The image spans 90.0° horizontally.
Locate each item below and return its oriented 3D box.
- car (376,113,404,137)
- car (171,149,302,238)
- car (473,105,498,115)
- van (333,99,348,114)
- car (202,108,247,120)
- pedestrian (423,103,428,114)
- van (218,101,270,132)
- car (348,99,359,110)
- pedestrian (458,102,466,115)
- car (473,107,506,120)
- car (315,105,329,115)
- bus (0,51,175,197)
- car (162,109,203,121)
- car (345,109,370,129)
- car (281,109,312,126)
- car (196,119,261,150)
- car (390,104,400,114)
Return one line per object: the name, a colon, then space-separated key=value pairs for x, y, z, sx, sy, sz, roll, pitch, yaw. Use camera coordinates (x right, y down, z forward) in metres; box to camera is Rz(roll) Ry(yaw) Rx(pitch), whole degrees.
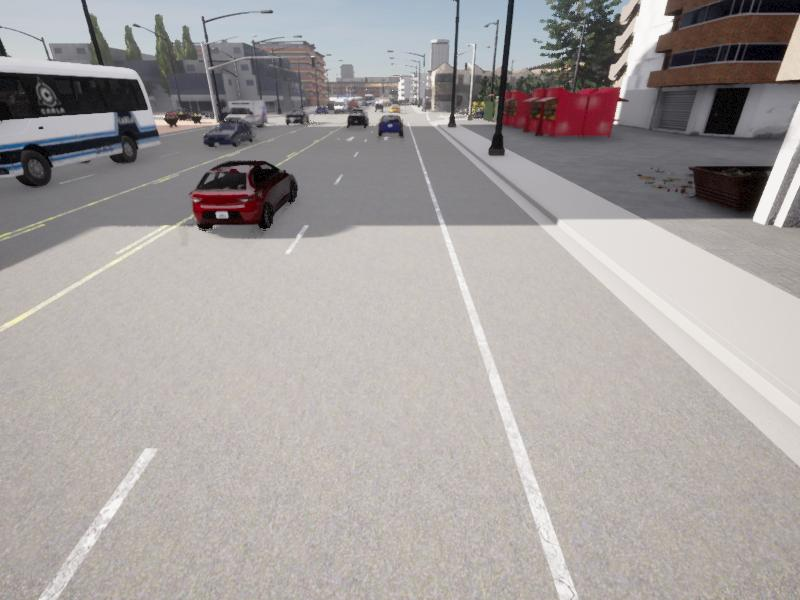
car: x=-0.748 y=-14.751 z=33.573 sx=2.163 sy=1.488 sz=4.792 roll=0 pitch=27 yaw=0
car: x=-4.136 y=-3.099 z=11.013 sx=1.816 sy=1.474 sz=4.193 roll=0 pitch=27 yaw=0
car: x=16.163 y=-35.773 z=75.398 sx=2.152 sy=1.651 sz=5.027 roll=24 pitch=35 yaw=39
van: x=-11.405 y=-37.128 z=76.732 sx=1.988 sy=2.561 sz=5.915 roll=0 pitch=27 yaw=0
car: x=-24.919 y=-26.479 z=56.877 sx=5.357 sy=1.411 sz=2.033 roll=0 pitch=26 yaw=0
pedestrian: x=4.984 y=-37.518 z=78.244 sx=0.751 sy=1.860 sz=0.751 roll=10 pitch=28 yaw=19
van: x=-14.794 y=-17.761 z=38.489 sx=2.351 sy=2.431 sz=6.366 roll=0 pitch=27 yaw=0
car: x=-11.421 y=-48.148 z=98.478 sx=2.150 sy=2.045 sz=5.566 roll=0 pitch=28 yaw=1
pedestrian: x=10.080 y=-31.126 z=65.115 sx=0.751 sy=1.860 sz=0.751 roll=-12 pitch=29 yaw=-22
car: x=11.930 y=-24.964 z=53.543 sx=3.806 sy=1.475 sz=1.970 roll=0 pitch=26 yaw=0
car: x=-14.909 y=-36.273 z=76.327 sx=1.816 sy=1.474 sz=4.193 roll=0 pitch=27 yaw=0
bus: x=-14.562 y=-7.672 z=16.896 sx=3.944 sy=4.253 sz=10.273 roll=0 pitch=27 yaw=0
car: x=-29.150 y=-24.908 z=53.770 sx=4.181 sy=1.385 sz=1.994 roll=0 pitch=26 yaw=1
car: x=-4.265 y=-18.611 z=40.947 sx=1.930 sy=1.638 sz=5.238 roll=0 pitch=27 yaw=0
car: x=-11.288 y=-20.116 z=44.087 sx=2.128 sy=1.511 sz=4.902 roll=0 pitch=27 yaw=0
car: x=-11.192 y=-11.085 z=26.614 sx=2.033 sy=1.411 sz=5.357 roll=0 pitch=27 yaw=0
car: x=-0.932 y=-38.057 z=79.714 sx=1.882 sy=1.535 sz=5.008 roll=0 pitch=27 yaw=0
